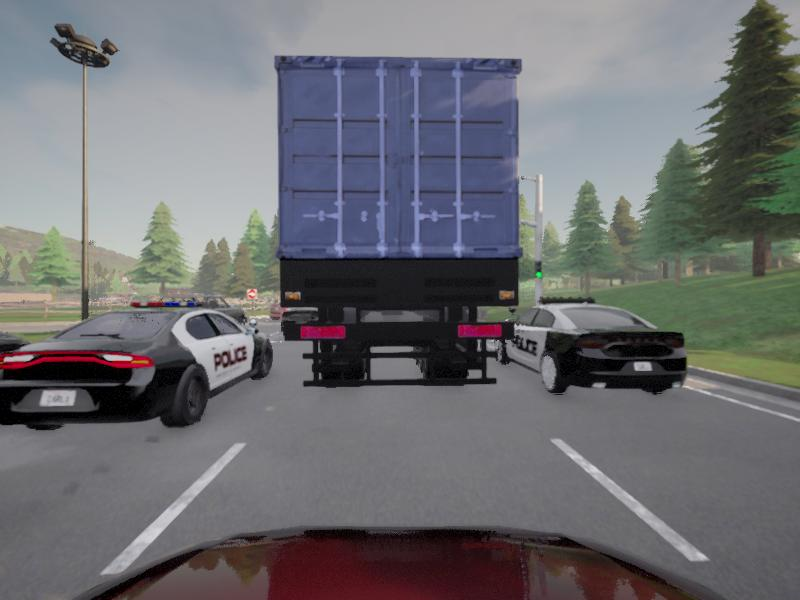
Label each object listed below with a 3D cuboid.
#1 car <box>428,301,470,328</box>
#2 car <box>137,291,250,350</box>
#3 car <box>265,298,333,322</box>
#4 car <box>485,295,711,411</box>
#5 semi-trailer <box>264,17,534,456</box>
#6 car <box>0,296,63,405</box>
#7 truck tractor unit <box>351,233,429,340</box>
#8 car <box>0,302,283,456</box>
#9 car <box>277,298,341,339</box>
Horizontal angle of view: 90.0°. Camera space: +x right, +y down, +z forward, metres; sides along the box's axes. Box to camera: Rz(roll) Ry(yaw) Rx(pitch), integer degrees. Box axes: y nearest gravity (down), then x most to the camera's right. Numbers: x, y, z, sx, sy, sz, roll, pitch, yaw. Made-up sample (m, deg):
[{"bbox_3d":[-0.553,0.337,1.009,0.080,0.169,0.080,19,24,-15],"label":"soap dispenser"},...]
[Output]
[{"bbox_3d":[2.838,0.805,23.995,1.812,1.442,4.674,0,0,-2],"label":"car"},{"bbox_3d":[-7.355,0.617,14.910,1.932,1.855,4.605,0,1,-2],"label":"car"},{"bbox_3d":[-7.368,0.678,29.672,2.242,1.667,4.611,0,0,31],"label":"car"},{"bbox_3d":[3.378,0.748,8.292,1.930,1.638,5.238,0,0,-2],"label":"car"},{"bbox_3d":[-0.234,-0.653,11.178,2.717,4.402,14.254,0,0,-2],"label":"semi-trailer"},{"bbox_3d":[-7.009,0.766,4.744,2.033,1.649,4.856,0,0,-2],"label":"car"},{"bbox_3d":[-0.503,-0.574,19.087,3.053,4.208,6.516,0,0,-2],"label":"truck tractor unit"},{"bbox_3d":[-3.568,0.807,6.523,2.038,1.542,4.974,0,0,-2],"label":"car"},{"bbox_3d":[-3.970,0.723,18.377,1.930,1.638,5.238,0,0,-2],"label":"car"}]
